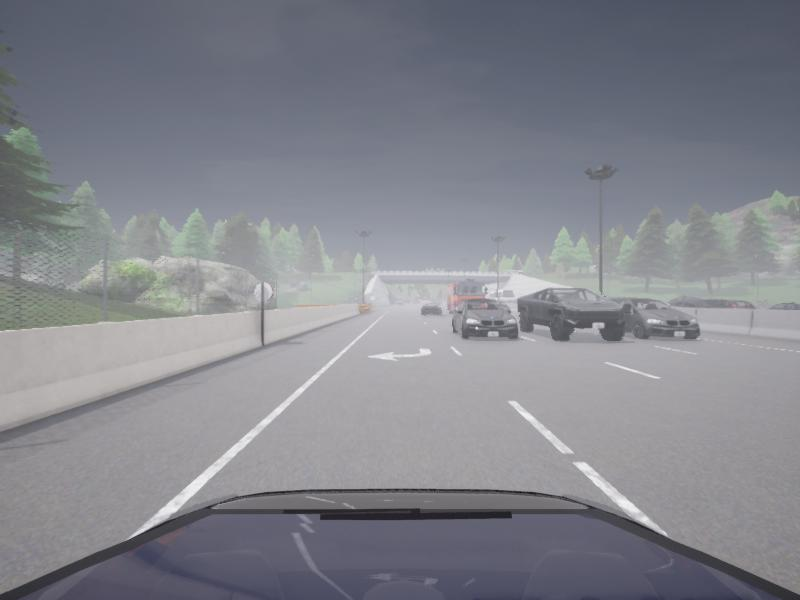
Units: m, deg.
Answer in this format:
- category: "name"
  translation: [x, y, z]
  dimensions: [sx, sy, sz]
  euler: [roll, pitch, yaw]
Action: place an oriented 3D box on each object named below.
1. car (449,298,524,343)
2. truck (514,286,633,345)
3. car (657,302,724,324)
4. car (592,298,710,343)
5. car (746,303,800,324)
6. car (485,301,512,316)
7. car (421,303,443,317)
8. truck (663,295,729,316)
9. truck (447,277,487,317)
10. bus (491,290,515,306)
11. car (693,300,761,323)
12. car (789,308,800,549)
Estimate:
- category: "car"
  translation: [3.499, 0.762, 17.261]
  dimensions: [2.242, 1.667, 4.611]
  euler: [0, 0, 0]
- category: "truck"
  translation: [6.999, 0.548, 17.210]
  dimensions: [2.390, 2.098, 6.274]
  euler: [0, 0, 0]
- category: "car"
  translation: [20.999, 0.864, 29.143]
  dimensions: [1.816, 1.474, 4.193]
  euler: [0, 0, 0]
- category: "car"
  translation: [10.502, 0.762, 17.291]
  dimensions: [2.242, 1.667, 4.611]
  euler: [0, 0, 0]
- category: "car"
  translation: [28.002, 0.905, 28.526]
  dimensions: [2.033, 1.411, 5.357]
  euler: [0, 0, 0]
- category: "car"
  translation: [10.502, 0.869, 42.792]
  dimensions: [1.816, 1.474, 4.193]
  euler: [0, 0, 0]
- category: "car"
  translation: [3.198, 0.957, 39.508]
  dimensions: [1.895, 1.301, 4.718]
  euler: [0, 0, 8]
- category: "truck"
  translation: [31.502, 0.557, 42.919]
  dimensions: [2.390, 2.098, 6.274]
  euler: [0, 0, 0]
- category: "truck"
  translation: [6.994, -0.306, 43.129]
  dimensions: [2.891, 3.827, 8.468]
  euler: [0, 0, 0]
- category: "bus"
  translation: [27.881, -0.502, 108.813]
  dimensions: [3.944, 4.253, 10.273]
  euler: [0, 0, 0]
- category: "car"
  translation: [24.503, 0.798, 30.177]
  dimensions: [1.851, 1.617, 3.988]
  euler: [0, 0, 0]
- category: "car"
  translation: [3.495, 0.823, 0.123]
  dimensions: [1.882, 1.535, 5.008]
  euler: [0, 0, 0]
